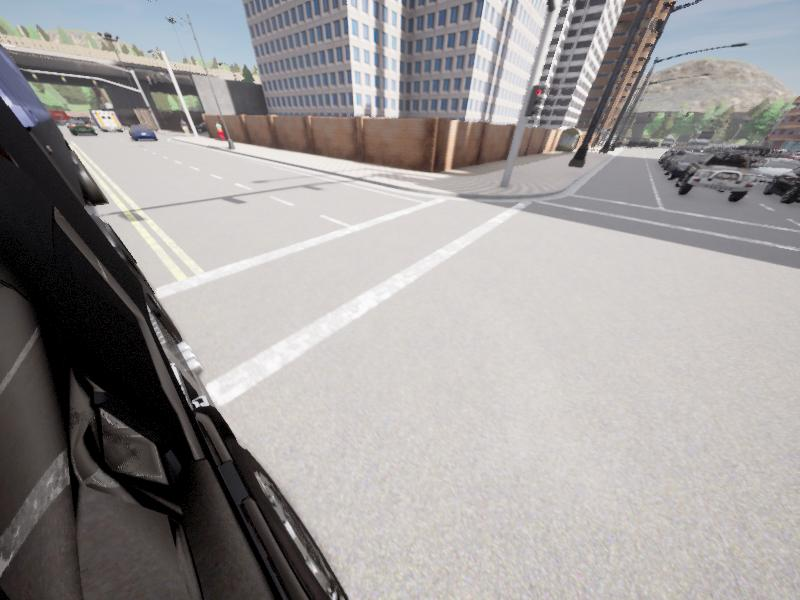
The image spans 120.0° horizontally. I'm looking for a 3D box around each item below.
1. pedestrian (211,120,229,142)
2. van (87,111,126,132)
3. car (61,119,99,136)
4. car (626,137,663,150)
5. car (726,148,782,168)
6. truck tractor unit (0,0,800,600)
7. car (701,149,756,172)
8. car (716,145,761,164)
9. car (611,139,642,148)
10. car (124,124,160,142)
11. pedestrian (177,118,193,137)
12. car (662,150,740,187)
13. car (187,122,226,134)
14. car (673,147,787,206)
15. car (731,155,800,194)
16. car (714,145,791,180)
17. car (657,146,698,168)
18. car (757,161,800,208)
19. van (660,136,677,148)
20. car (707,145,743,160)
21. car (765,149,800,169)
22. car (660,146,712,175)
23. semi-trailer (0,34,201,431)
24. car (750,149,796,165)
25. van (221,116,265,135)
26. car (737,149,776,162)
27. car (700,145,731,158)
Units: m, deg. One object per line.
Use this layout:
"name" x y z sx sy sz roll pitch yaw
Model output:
"pedestrian" -19.886 -18.679 25.543 0.751 1.860 0.751 26 43 28
"van" -45.530 -27.623 35.792 6.366 2.431 2.351 27 43 30
"car" -39.635 -21.425 28.598 4.974 1.542 2.038 27 44 30
"car" 56.667 -36.428 53.682 5.566 2.045 2.150 28 44 30
"car" 39.348 -15.946 25.848 2.128 1.511 4.902 28 44 30
"truck tractor unit" -2.645 -0.295 0.351 6.516 4.208 3.053 28 44 30
"car" 30.450 -13.127 21.601 1.837 1.490 4.892 28 44 30
"car" 43.714 -18.965 30.022 2.033 1.649 4.856 28 44 30
"car" 56.378 -39.120 57.667 5.366 1.575 1.801 28 44 30
"car" -28.514 -18.495 25.514 1.994 1.385 4.181 -29 47 -35
"pedestrian" -26.846 -21.522 28.898 0.751 1.860 0.751 -18 42 -25
"car" 19.137 -8.663 15.023 2.163 1.488 4.792 28 44 30
"car" -34.422 -30.724 41.276 1.837 1.490 4.892 29 44 31
"car" 15.197 -6.098 11.050 1.932 1.855 4.605 30 45 31
"car" 22.390 -7.619 13.846 1.812 1.442 4.674 28 44 30
"car" 26.325 -10.473 17.500 1.905 1.878 3.866 28 44 30
"car" 27.299 -14.220 22.895 1.816 1.474 4.193 28 44 30
"car" 18.708 -5.111 10.269 1.970 1.475 3.806 28 44 30
"van" 79.490 -46.955 68.552 1.988 2.561 5.915 28 44 30
"car" 48.158 -21.953 34.339 2.007 1.525 4.514 28 44 30
"car" 44.292 -16.081 26.272 1.789 1.549 3.705 28 44 30
"car" 23.303 -11.555 19.007 1.851 1.617 3.988 28 44 30
"semi-trailer" -8.656 -3.624 4.282 14.254 4.402 2.717 29 44 30
"car" 48.024 -18.593 29.896 1.970 1.475 3.806 28 44 30
"van" -28.524 -31.913 42.324 1.988 2.561 5.915 28 44 30
"car" 52.005 -21.235 33.793 1.895 1.301 4.718 28 44 30
"car" 52.368 -24.792 38.421 2.007 1.525 4.514 28 44 30
